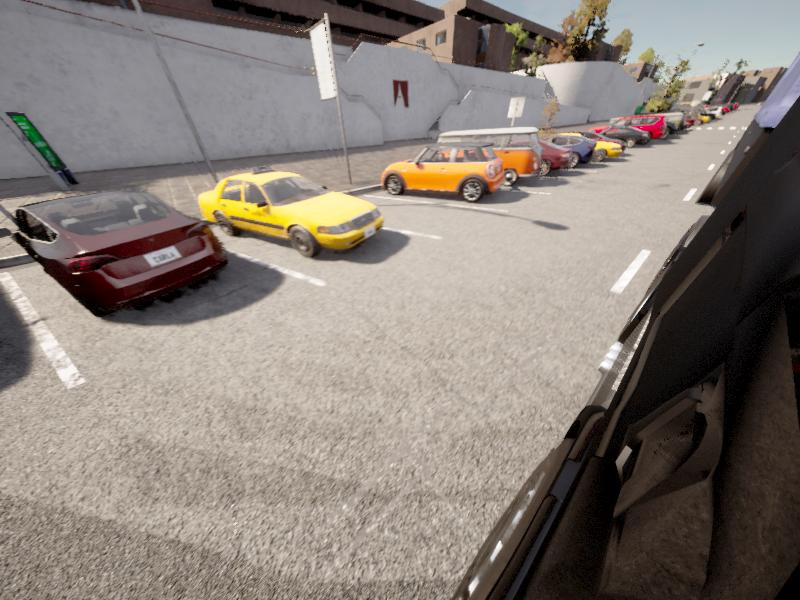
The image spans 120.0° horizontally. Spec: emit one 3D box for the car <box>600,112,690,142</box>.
[{"bbox_3d":[24.283,-17.433,23.350,5.566,2.045,2.435,17,41,25],"label":"car"}]

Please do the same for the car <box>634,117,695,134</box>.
[{"bbox_3d":[33.396,-22.195,29.378,4.674,1.452,2.002,17,42,25],"label":"car"}]

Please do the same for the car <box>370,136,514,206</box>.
[{"bbox_3d":[1.460,-4.966,8.694,4.553,1.767,2.185,17,41,25],"label":"car"}]

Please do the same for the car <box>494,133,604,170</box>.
[{"bbox_3d":[8.265,-8.526,13.258,4.792,1.488,2.163,17,41,25],"label":"car"}]

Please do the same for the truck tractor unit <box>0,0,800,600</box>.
[{"bbox_3d":[2.645,-0.295,0.351,6.516,4.208,3.053,-28,44,-30],"label":"truck tractor unit"}]

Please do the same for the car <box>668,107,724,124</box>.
[{"bbox_3d":[54.069,-33.747,42.433,5.566,2.045,2.435,17,41,25],"label":"car"}]

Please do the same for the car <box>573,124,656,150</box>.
[{"bbox_3d":[17.427,-13.462,19.139,4.674,1.452,2.002,17,42,25],"label":"car"}]

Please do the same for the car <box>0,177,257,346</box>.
[{"bbox_3d":[-5.434,-1.212,4.347,4.792,1.488,2.163,17,41,25],"label":"car"}]

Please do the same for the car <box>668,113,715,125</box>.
[{"bbox_3d":[51.757,-32.259,41.152,4.674,1.452,2.002,17,41,25],"label":"car"}]

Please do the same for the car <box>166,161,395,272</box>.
[{"bbox_3d":[-2.964,-2.397,5.729,5.366,1.575,1.946,17,40,25],"label":"car"}]

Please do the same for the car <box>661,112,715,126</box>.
[{"bbox_3d":[49.298,-31.074,39.729,5.366,1.575,1.946,17,42,25],"label":"car"}]

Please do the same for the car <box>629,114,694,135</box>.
[{"bbox_3d":[31.131,-21.073,27.806,4.553,1.767,2.185,17,42,25],"label":"car"}]

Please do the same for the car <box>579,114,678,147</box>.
[{"bbox_3d":[19.665,-14.946,20.443,5.566,2.045,2.435,17,42,25],"label":"car"}]

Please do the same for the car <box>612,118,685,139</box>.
[{"bbox_3d":[26.554,-18.482,24.968,4.892,1.521,2.231,17,42,25],"label":"car"}]

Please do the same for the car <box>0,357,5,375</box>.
[{"bbox_3d":[-7.530,0.028,2.752,5.366,1.575,1.946,17,41,25],"label":"car"}]

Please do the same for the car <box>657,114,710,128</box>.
[{"bbox_3d":[44.897,-28.482,36.722,4.792,1.488,2.163,17,41,25],"label":"car"}]

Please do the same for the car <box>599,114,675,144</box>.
[{"bbox_3d":[22.080,-16.141,21.865,4.442,1.987,1.878,17,41,25],"label":"car"}]

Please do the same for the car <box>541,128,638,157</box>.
[{"bbox_3d":[12.886,-10.983,16.186,4.792,1.488,2.163,17,41,25],"label":"car"}]

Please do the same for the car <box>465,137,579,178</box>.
[{"bbox_3d":[6.012,-7.284,11.770,4.674,1.452,2.002,17,41,25],"label":"car"}]

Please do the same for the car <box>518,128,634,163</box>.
[{"bbox_3d":[10.739,-9.735,14.629,5.366,1.575,1.946,17,41,25],"label":"car"}]

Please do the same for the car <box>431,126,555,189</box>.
[{"bbox_3d":[3.822,-6.249,10.092,4.442,1.987,1.878,17,41,25],"label":"car"}]

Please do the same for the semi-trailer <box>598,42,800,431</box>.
[{"bbox_3d":[8.696,-3.603,4.237,14.254,4.402,2.717,-28,44,-30],"label":"semi-trailer"}]

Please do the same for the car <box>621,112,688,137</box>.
[{"bbox_3d":[28.716,-19.942,26.346,4.442,1.987,1.878,17,42,25],"label":"car"}]
